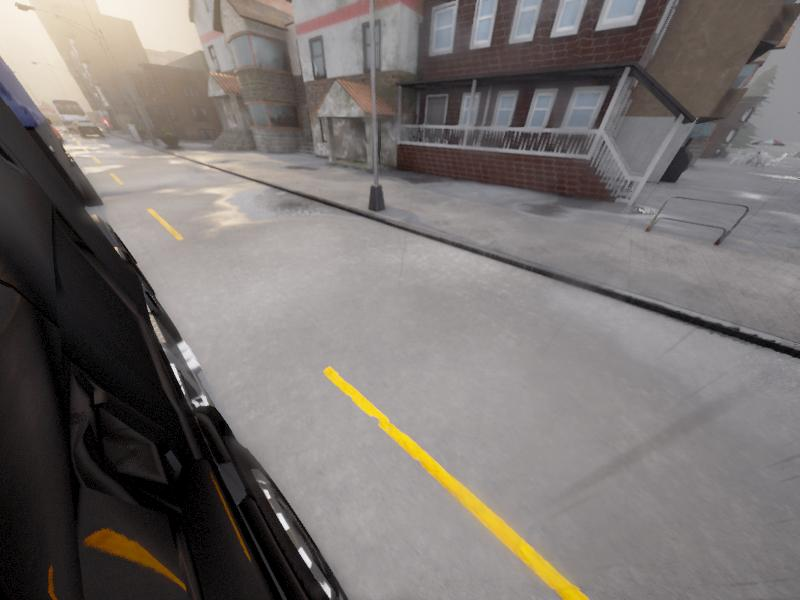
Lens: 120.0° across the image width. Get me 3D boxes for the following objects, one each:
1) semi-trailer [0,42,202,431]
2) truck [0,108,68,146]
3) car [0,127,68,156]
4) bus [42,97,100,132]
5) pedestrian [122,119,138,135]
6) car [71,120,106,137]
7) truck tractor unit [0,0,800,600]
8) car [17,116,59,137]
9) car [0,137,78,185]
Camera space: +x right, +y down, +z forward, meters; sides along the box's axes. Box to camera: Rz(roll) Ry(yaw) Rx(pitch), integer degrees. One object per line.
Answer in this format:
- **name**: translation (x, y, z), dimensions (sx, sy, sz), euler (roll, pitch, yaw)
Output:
- **semi-trailer**: translation (-8.712, -3.574, 4.246), dimensions (14.254, 4.402, 2.717), euler (28, 44, 30)
- **truck**: translation (-33.077, -15.621, 20.815), dimensions (5.204, 2.467, 2.627), euler (28, 44, 30)
- **car**: translation (-24.932, -10.874, 15.791), dimensions (4.181, 1.385, 1.994), euler (28, 43, 30)
- **bus**: translation (-57.271, -32.096, 40.264), dimensions (10.273, 4.253, 3.944), euler (28, 44, 30)
- **pedestrian**: translation (-40.162, -25.710, 34.359), dimensions (0.751, 1.860, 0.751), euler (27, 43, 29)
- **car**: translation (-41.825, -22.989, 30.999), dimensions (5.238, 1.638, 1.930), euler (28, 44, 30)
- **truck tractor unit**: translation (-2.645, -0.295, 0.351), dimensions (6.516, 4.208, 3.053), euler (28, 44, 30)
- **car**: translation (-43.054, -20.627, 27.536), dimensions (3.866, 1.878, 1.905), euler (28, 44, 30)
- **car**: translation (-15.924, -6.094, 9.905), dimensions (4.718, 1.301, 1.895), euler (27, 43, 30)
